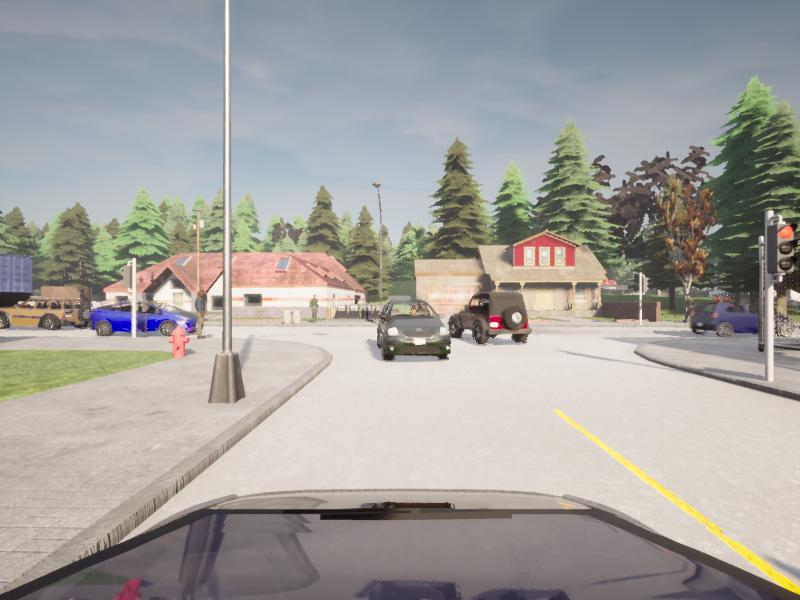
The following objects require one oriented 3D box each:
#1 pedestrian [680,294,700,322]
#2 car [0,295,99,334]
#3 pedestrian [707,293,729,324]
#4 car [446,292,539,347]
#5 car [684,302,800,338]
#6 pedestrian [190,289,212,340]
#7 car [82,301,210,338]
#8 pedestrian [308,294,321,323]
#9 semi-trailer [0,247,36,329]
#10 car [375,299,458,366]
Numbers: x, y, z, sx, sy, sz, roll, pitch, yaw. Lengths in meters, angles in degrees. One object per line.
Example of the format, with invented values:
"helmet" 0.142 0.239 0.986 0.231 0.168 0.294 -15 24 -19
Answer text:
"pedestrian" 19.154 0.533 26.440 0.751 1.860 0.751 0 0 1
"car" -19.264 0.725 21.647 4.605 1.855 1.932 2 0 6
"pedestrian" 19.361 0.533 24.374 0.751 1.860 0.751 0 0 6
"car" 3.404 0.647 15.551 1.905 1.878 3.866 0 0 -16
"car" 14.843 0.828 17.384 3.633 1.501 1.845 0 0 1
"pedestrian" -7.594 0.534 15.250 0.751 1.860 0.751 0 0 -28
"car" -11.253 0.828 17.957 4.514 1.525 2.007 0 0 1
"pedestrian" -5.507 0.533 25.747 0.751 1.860 0.751 0 0 -13
"semi-trailer" -28.594 -0.625 22.354 14.254 4.402 2.717 0 0 1
"car" 0.283 0.787 11.752 1.851 1.617 3.988 0 0 -7
